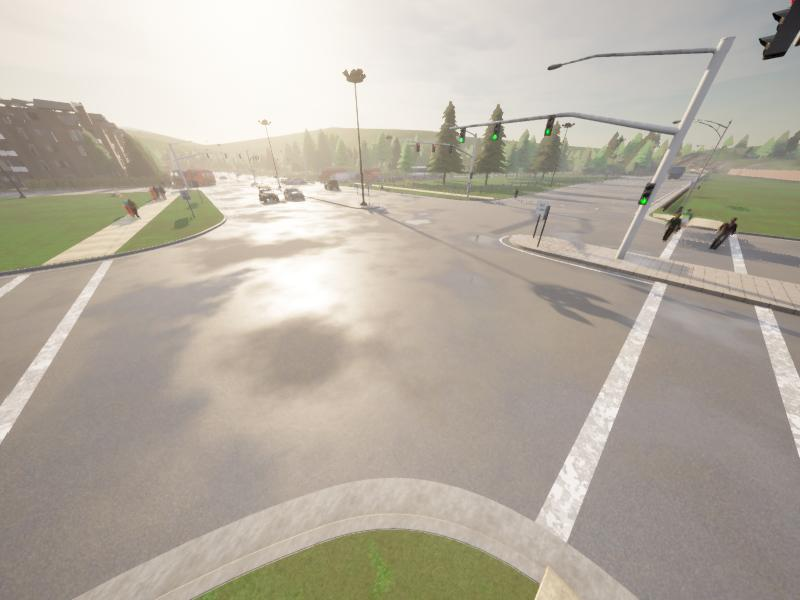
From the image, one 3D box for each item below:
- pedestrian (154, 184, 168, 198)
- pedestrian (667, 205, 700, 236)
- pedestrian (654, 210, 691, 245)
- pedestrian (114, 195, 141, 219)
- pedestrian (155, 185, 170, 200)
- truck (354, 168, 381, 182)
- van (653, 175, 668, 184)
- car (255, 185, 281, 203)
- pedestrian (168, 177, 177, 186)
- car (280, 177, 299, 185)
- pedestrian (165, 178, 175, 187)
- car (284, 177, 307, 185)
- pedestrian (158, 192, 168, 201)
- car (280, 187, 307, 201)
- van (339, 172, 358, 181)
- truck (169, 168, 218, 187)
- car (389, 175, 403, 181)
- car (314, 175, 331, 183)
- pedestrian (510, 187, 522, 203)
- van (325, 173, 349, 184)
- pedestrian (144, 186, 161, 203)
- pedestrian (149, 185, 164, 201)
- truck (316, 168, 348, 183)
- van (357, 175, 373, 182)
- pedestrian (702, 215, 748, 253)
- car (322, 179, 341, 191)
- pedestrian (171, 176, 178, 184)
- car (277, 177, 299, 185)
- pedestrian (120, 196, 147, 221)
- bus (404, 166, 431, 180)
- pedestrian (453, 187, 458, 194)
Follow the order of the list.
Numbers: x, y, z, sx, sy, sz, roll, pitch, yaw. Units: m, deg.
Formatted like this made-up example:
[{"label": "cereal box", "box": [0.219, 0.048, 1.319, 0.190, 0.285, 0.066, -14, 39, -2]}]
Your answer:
[{"label": "pedestrian", "box": [-35.107, -16.018, 33.897, 0.751, 1.860, 0.751, -20, 36, -31]}, {"label": "pedestrian", "box": [19.490, -5.447, 15.902, 0.751, 1.860, 0.751, -24, 38, -35]}, {"label": "pedestrian", "box": [16.599, -4.422, 14.116, 0.751, 1.860, 0.751, -23, 37, -34]}, {"label": "pedestrian", "box": [-23.865, -8.142, 20.255, 0.751, 1.860, 0.751, -20, 35, -30]}, {"label": "pedestrian", "box": [-32.541, -14.761, 31.720, 0.751, 1.860, 0.751, -21, 36, -32]}, {"label": "truck", "box": [-10.602, -41.685, 76.734, 8.468, 3.827, 2.891, -23, 37, -34]}, {"label": "van", "box": [75.105, -34.731, 66.535, 4.442, 1.987, 1.775, -23, 37, -34]}, {"label": "car", "box": [-18.226, -14.605, 31.793, 1.905, 1.878, 3.866, -22, 37, -34]}, {"label": "pedestrian", "box": [-55.314, -28.935, 56.269, 0.751, 1.860, 0.751, -11, 32, -19]}, {"label": "car", "box": [-30.120, -32.491, 63.112, 3.988, 1.617, 1.851, -23, 37, -34]}, {"label": "pedestrian", "box": [-54.090, -27.590, 54.312, 0.751, 1.860, 0.751, 2, 30, 3]}, {"label": "car", "box": [-27.543, -31.337, 60.996, 4.856, 1.649, 2.033, -23, 37, -34]}, {"label": "pedestrian", "box": [-31.767, -13.878, 30.950, 0.500, 1.100, 0.500, -19, 35, -30]}, {"label": "car", "box": [-15.740, -15.690, 34.038, 1.837, 1.490, 4.892, -22, 37, -34]}, {"label": "van", "box": [-17.597, -42.777, 79.875, 5.915, 2.561, 1.988, -23, 37, -34]}, {"label": "truck", "box": [-50.936, -30.530, 57.412, 2.891, 3.827, 8.468, 6, 31, 10]}, {"label": "car", "box": [-1.413, -42.247, 80.035, 4.892, 1.490, 1.837, -23, 37, -34]}, {"label": "car", "box": [-23.938, -37.482, 71.499, 4.553, 1.767, 2.097, -23, 37, -34]}, {"label": "pedestrian", "box": [15.527, -14.112, 30.900, 0.751, 1.860, 0.751, -20, 35, -30]}, {"label": "van", "box": [-18.319, -35.554, 67.509, 6.366, 2.431, 2.351, -23, 37, -34]}, {"label": "pedestrian", "box": [-31.382, -13.395, 29.352, 0.751, 1.860, 0.751, -19, 35, -30]}, {"label": "pedestrian", "box": [-33.081, -14.591, 31.424, 0.751, 1.860, 0.751, -19, 35, -30]}, {"label": "truck", "box": [-20.357, -37.590, 69.640, 8.468, 3.827, 2.891, -23, 37, -34]}, {"label": "van", "box": [-11.067, -38.403, 72.893, 4.442, 1.987, 1.775, -23, 37, -34]}, {"label": "pedestrian", "box": [17.943, -3.658, 12.793, 0.751, 1.860, 0.751, -23, 37, -34]}, {"label": "car", "box": [-14.239, -23.961, 47.996, 1.905, 1.878, 3.866, -22, 37, -34]}, {"label": "pedestrian", "box": [-58.930, -31.339, 60.433, 0.751, 1.860, 0.751, -23, 37, -34]}, {"label": "car", "box": [-31.917, -33.937, 65.807, 5.027, 1.651, 2.152, -23, 37, -34]}, {"label": "pedestrian", "box": [-22.799, -7.879, 19.798, 0.751, 1.860, 0.751, -20, 36, -31]}, {"label": "bus", "box": [6.817, -49.103, 89.153, 10.273, 4.253, 3.944, -23, 37, -34]}, {"label": "pedestrian", "box": [9.236, -18.228, 38.484, 0.500, 1.100, 0.500, -20, 36, -31]}]
